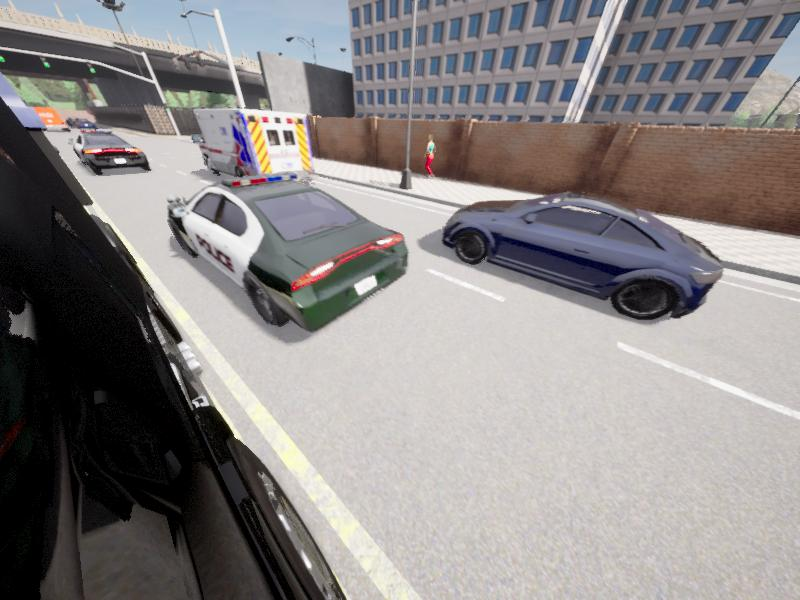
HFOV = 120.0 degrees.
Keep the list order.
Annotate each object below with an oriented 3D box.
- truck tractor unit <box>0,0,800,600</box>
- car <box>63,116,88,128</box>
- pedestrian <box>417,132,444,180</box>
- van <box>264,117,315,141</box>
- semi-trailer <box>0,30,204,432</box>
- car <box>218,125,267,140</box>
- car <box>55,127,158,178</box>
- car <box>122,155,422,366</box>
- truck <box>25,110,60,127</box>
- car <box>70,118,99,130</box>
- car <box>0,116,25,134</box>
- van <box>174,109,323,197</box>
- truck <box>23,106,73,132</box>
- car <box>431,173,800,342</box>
[{"bbox_3d":[-2.645,-0.295,0.351,6.516,4.208,3.053,28,44,30],"label":"truck tractor unit"},{"bbox_3d":[-58.799,-32.256,41.860,3.806,1.475,1.970,27,43,28],"label":"car"},{"bbox_3d":[1.444,-6.932,11.159,0.751,1.860,0.751,28,44,30],"label":"pedestrian"},{"bbox_3d":[-15.157,-23.736,32.204,1.988,2.561,5.915,27,43,29],"label":"van"},{"bbox_3d":[-8.815,-3.524,4.107,14.254,4.402,2.717,27,43,28],"label":"semi-trailer"},{"bbox_3d":[-21.006,-22.474,31.010,1.837,1.490,4.892,28,44,29],"label":"car"},{"bbox_3d":[-14.235,-7.277,11.201,4.974,1.542,2.038,27,43,28],"label":"car"},{"bbox_3d":[-2.327,-1.315,3.977,4.974,1.542,2.038,27,43,29],"label":"car"},{"bbox_3d":[-61.133,-31.051,39.508,6.274,2.098,2.390,27,43,28],"label":"truck"},{"bbox_3d":[-49.590,-27.626,36.278,4.181,1.385,1.994,27,43,28],"label":"car"},{"bbox_3d":[-44.463,-19.735,25.993,4.674,1.442,1.812,26,43,28],"label":"car"},{"bbox_3d":[-6.435,-6.410,9.780,6.366,2.431,2.351,27,43,29],"label":"van"},{"bbox_3d":[-47.021,-24.121,30.842,5.204,2.467,2.627,27,43,28],"label":"truck"},{"bbox_3d":[2.976,-1.253,4.370,4.181,1.385,1.994,27,43,28],"label":"car"}]
